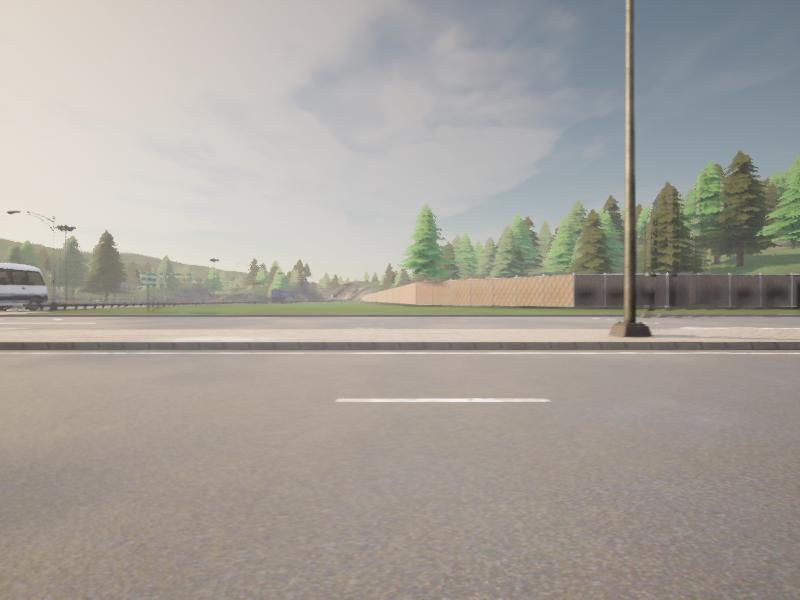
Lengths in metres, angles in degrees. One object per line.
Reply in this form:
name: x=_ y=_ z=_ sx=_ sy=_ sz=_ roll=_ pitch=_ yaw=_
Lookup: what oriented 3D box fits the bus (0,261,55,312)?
bus: x=-35.085 y=-1.118 z=33.265 sx=3.944 sy=4.253 sz=10.273 roll=0 pitch=0 yaw=-1
